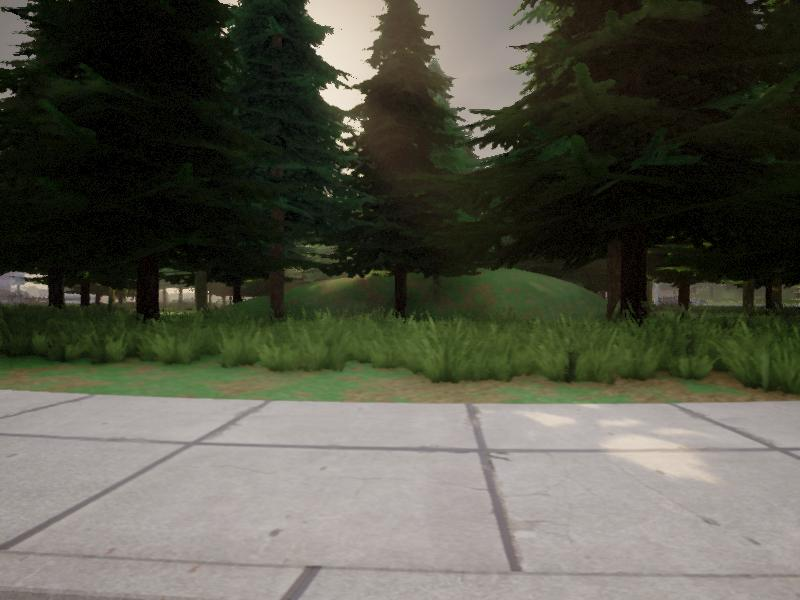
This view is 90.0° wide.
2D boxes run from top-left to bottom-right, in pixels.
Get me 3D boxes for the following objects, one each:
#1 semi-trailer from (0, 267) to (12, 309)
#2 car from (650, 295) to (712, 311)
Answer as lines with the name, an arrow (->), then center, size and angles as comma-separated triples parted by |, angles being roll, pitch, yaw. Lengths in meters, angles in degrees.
semi-trailer -> -40.699, -1.255, 37.295 | 2.717, 4.402, 14.254 | 0, 0, -29
car -> 29.354, 0.281, 41.968 | 2.128, 1.511, 4.902 | 0, 0, -28
